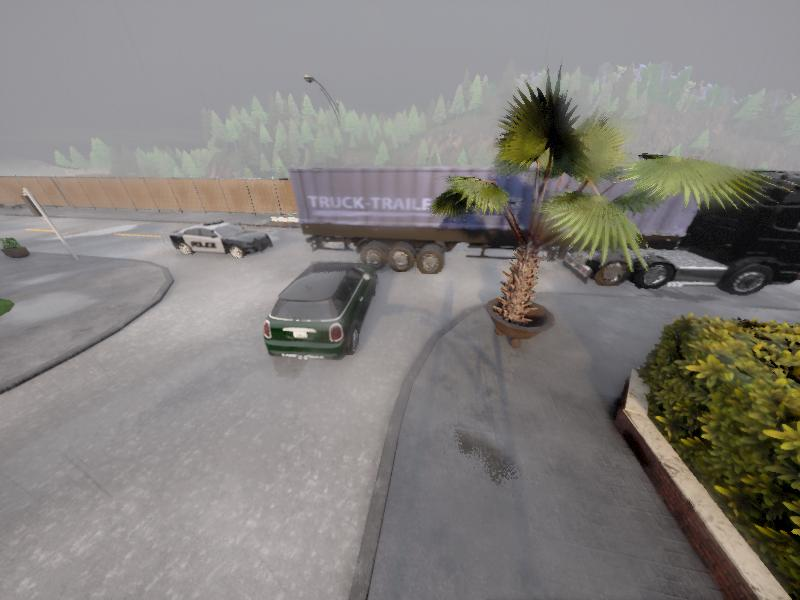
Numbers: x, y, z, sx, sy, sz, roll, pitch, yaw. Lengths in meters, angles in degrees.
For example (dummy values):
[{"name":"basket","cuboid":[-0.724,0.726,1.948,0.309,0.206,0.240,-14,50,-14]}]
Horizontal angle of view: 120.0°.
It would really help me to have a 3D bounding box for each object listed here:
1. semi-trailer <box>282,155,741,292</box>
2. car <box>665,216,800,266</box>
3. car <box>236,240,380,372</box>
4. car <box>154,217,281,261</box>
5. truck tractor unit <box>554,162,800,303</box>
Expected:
[{"name":"semi-trailer","cuboid":[2.835,-3.491,9.843,14.254,4.402,2.717,5,30,9]},{"name":"car","cuboid":[17.471,-3.080,11.753,4.553,1.767,2.097,5,30,9]},{"name":"car","cuboid":[-2.012,-0.281,6.903,2.097,1.767,4.553,2,30,4]},{"name":"car","cuboid":[-9.586,-3.384,12.432,5.238,1.638,1.930,5,30,9]},{"name":"truck tractor unit","cuboid":[10.627,-2.721,8.702,6.516,4.208,3.053,5,30,9]}]
